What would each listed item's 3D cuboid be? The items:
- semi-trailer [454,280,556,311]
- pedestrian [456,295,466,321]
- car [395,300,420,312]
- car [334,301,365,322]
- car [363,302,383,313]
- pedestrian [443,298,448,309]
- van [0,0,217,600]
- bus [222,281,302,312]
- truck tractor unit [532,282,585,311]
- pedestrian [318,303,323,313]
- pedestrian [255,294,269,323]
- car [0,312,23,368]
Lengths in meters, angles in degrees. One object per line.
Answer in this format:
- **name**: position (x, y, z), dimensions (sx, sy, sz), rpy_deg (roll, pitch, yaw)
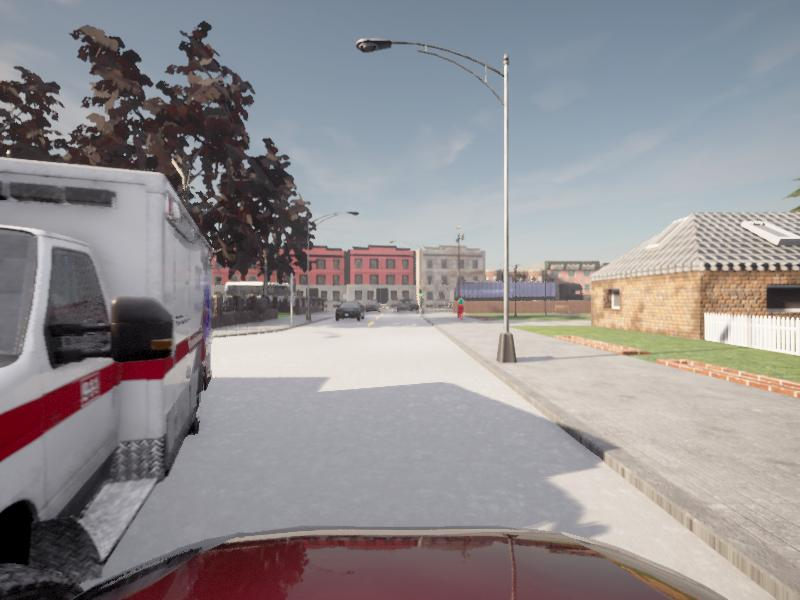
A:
- **semi-trailer**: position (15.163, -0.609, 58.384), dimensions (14.254, 4.402, 2.717), rpy_deg (0, 0, 0)
- **pedestrian**: position (4.402, 0.540, 28.904), dimensions (0.751, 1.860, 0.751), rpy_deg (0, 0, 8)
- **car**: position (1.160, 0.774, 55.295), dimensions (2.242, 1.667, 4.611), rpy_deg (0, 0, 18)
- **car**: position (-3.937, 0.834, 32.016), dimensions (1.882, 1.535, 5.008), rpy_deg (0, 0, 0)
- **car**: position (-3.410, 0.912, 51.259), dimensions (2.033, 1.411, 5.357), rpy_deg (0, 0, 1)
- **pedestrian**: position (7.645, 0.550, 67.282), dimensions (0.751, 1.860, 0.751), rpy_deg (0, 0, 2)
- **van**: position (-2.965, 0.380, 3.175), dimensions (2.351, 2.431, 6.366), rpy_deg (0, 0, -21)
- **bus**: position (-20.003, -0.509, 58.498), dimensions (10.273, 4.253, 3.944), rpy_deg (0, 0, 0)
- **truck tractor unit**: position (23.080, -0.519, 58.380), dimensions (6.516, 4.208, 3.053), rpy_deg (0, 0, 0)
- **pedestrian**: position (-9.220, 0.932, 46.364), dimensions (0.500, 1.100, 0.500), rpy_deg (0, 0, 0)
- **pedestrian**: position (-9.157, 0.546, 26.554), dimensions (0.751, 1.860, 0.751), rpy_deg (0, 0, -3)
- **car**: position (-11.754, 0.951, 9.039), dimensions (4.718, 1.301, 1.895), rpy_deg (0, 0, 1)
